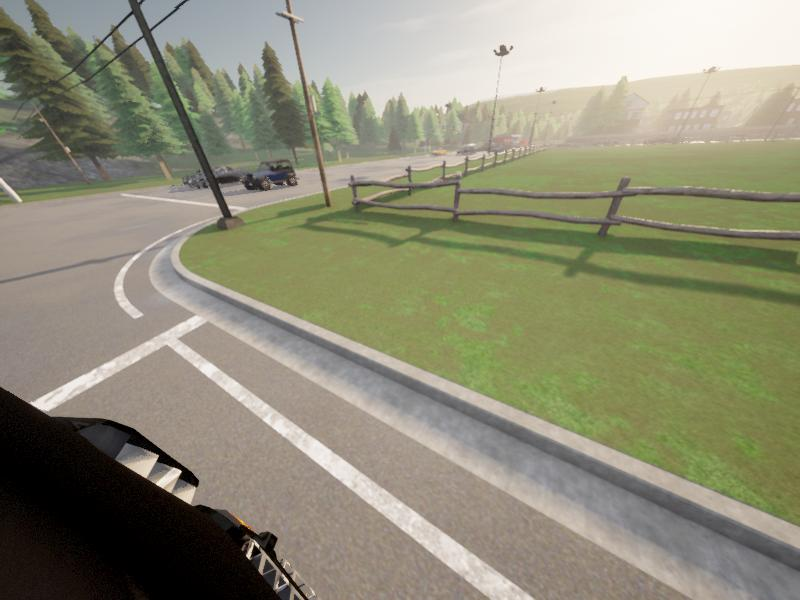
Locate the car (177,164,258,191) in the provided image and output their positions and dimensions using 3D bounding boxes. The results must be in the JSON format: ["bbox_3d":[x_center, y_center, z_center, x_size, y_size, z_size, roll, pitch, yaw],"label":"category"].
[{"bbox_3d":[-15.640,-10.761,20.173,2.128,1.511,4.902,16,38,26],"label":"car"}]

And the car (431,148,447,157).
[{"bbox_3d":[9.170,-34.753,54.395,1.882,1.535,5.008,16,38,27],"label":"car"}]

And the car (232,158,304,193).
[{"bbox_3d":[-9.537,-9.279,17.088,1.905,1.878,3.866,16,38,26],"label":"car"}]

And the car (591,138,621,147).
[{"bbox_3d":[52.722,-40.416,59.293,5.238,1.638,1.930,16,38,26],"label":"car"}]

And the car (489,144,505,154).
[{"bbox_3d":[23.869,-37.302,57.046,2.242,1.667,4.611,19,39,30],"label":"car"}]

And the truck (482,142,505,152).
[{"bbox_3d":[27.201,-44.420,67.020,6.274,2.098,2.390,-21,38,-25],"label":"truck"}]

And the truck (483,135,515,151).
[{"bbox_3d":[30.292,-48.117,70.790,8.468,3.827,2.891,-15,35,-17],"label":"truck"}]

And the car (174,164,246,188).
[{"bbox_3d":[-18.185,-12.089,22.408,1.837,1.490,4.892,16,38,26],"label":"car"}]

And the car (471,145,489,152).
[{"bbox_3d":[25.119,-47.656,72.778,5.027,1.651,2.152,-19,36,-22],"label":"car"}]

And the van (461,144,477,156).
[{"bbox_3d":[15.461,-33.481,51.498,2.069,2.038,4.480,16,38,27],"label":"van"}]
